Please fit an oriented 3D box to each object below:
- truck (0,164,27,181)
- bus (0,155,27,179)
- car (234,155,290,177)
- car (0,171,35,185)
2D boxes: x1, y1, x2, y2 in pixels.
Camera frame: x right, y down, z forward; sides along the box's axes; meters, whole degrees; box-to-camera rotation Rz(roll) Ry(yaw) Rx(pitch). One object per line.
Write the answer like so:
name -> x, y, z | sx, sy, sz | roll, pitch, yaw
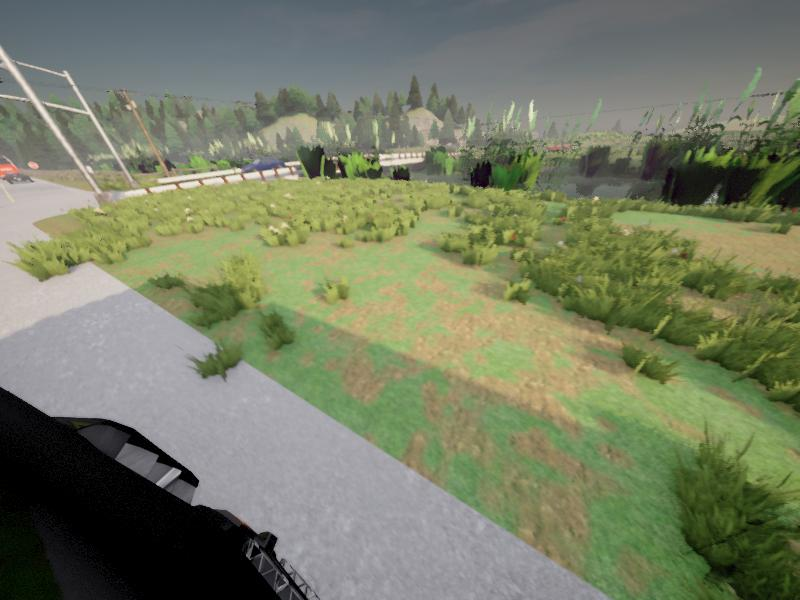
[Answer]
truck -> -75.350, -24.637, 44.513 | 5.204, 2.467, 2.627 | 18, 39, 28
bus -> -89.339, -29.830, 51.784 | 10.273, 4.253, 3.944 | 18, 39, 28
car -> -14.862, -14.622, 25.138 | 1.812, 1.442, 4.674 | 20, 42, 30
car -> -58.668, -18.758, 35.412 | 5.027, 1.651, 2.152 | 18, 39, 28
